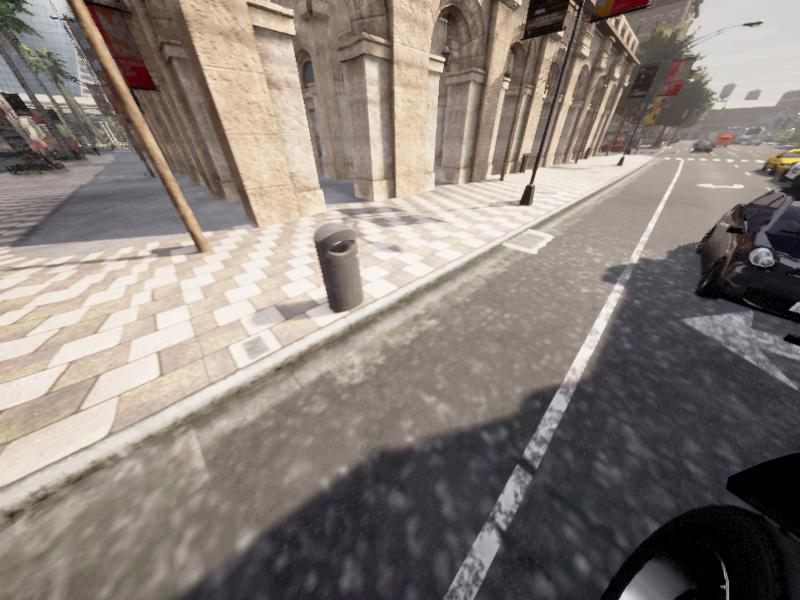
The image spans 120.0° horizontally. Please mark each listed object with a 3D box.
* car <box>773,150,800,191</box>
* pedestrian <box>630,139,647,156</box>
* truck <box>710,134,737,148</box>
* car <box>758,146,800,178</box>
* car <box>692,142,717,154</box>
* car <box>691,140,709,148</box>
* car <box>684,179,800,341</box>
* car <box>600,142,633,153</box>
[{"bbox_3d":[22.070,-6.681,11.890,4.974,1.542,2.038,-29,44,-34],"label":"car"},{"bbox_3d":[31.471,-20.160,30.500,0.751,1.860,0.751,-28,43,-33],"label":"pedestrian"},{"bbox_3d":[76.052,-37.435,54.401,5.204,2.467,2.627,-29,44,-35],"label":"truck"},{"bbox_3d":[27.255,-9.588,15.942,5.366,1.575,1.801,-29,44,-35],"label":"car"},{"bbox_3d":[48.635,-24.340,36.962,4.181,1.385,1.994,-29,44,-35],"label":"car"},{"bbox_3d":[73.970,-38.629,57.046,4.902,1.511,2.128,-29,44,-35],"label":"car"},{"bbox_3d":[6.521,-0.856,3.765,3.633,1.501,1.845,-29,44,-34],"label":"car"},{"bbox_3d":[37.820,-26.754,40.447,1.845,1.501,3.633,-29,44,-34],"label":"car"}]
